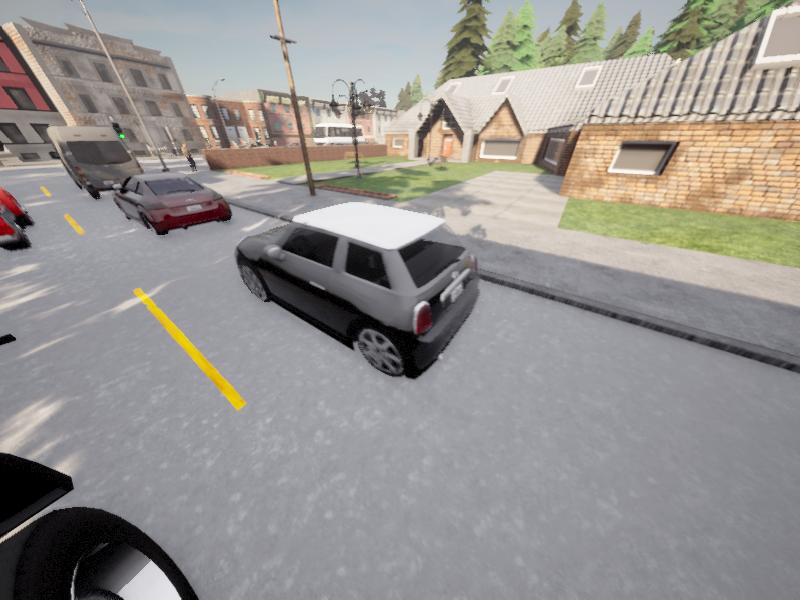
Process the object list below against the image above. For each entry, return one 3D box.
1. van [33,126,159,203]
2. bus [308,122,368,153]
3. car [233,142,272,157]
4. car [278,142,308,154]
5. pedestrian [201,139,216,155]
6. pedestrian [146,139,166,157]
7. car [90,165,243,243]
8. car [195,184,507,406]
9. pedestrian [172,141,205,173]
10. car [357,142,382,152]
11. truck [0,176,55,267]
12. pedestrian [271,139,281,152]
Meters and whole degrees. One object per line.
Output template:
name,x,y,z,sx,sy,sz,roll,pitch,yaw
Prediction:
van,-14.316,-6.536,10.886,5.915,2.561,1.988,23,41,28
bus,-11.038,-30.191,42.999,3.944,4.253,10.273,22,41,28
car,-20.713,-21.371,32.705,1.851,1.617,3.988,22,41,28
car,-17.045,-24.319,36.982,1.845,1.501,3.633,22,41,28
pedestrian,-26.814,-21.446,32.324,0.751,1.860,0.751,16,38,21
pedestrian,-30.078,-18.765,28.496,0.751,1.860,0.751,19,39,24
car,-7.285,-3.215,7.238,4.181,1.385,1.994,22,41,28
car,-0.814,-0.614,3.499,3.806,1.475,1.970,22,41,28
pedestrian,-14.636,-9.923,16.041,0.751,1.860,0.751,8,36,11
car,-5.771,-29.494,44.402,1.882,1.535,5.008,22,41,28
truck,-10.856,-2.308,4.964,5.204,2.467,2.627,22,41,28
pedestrian,-21.512,-26.841,40.021,0.751,1.860,0.751,7,36,10
